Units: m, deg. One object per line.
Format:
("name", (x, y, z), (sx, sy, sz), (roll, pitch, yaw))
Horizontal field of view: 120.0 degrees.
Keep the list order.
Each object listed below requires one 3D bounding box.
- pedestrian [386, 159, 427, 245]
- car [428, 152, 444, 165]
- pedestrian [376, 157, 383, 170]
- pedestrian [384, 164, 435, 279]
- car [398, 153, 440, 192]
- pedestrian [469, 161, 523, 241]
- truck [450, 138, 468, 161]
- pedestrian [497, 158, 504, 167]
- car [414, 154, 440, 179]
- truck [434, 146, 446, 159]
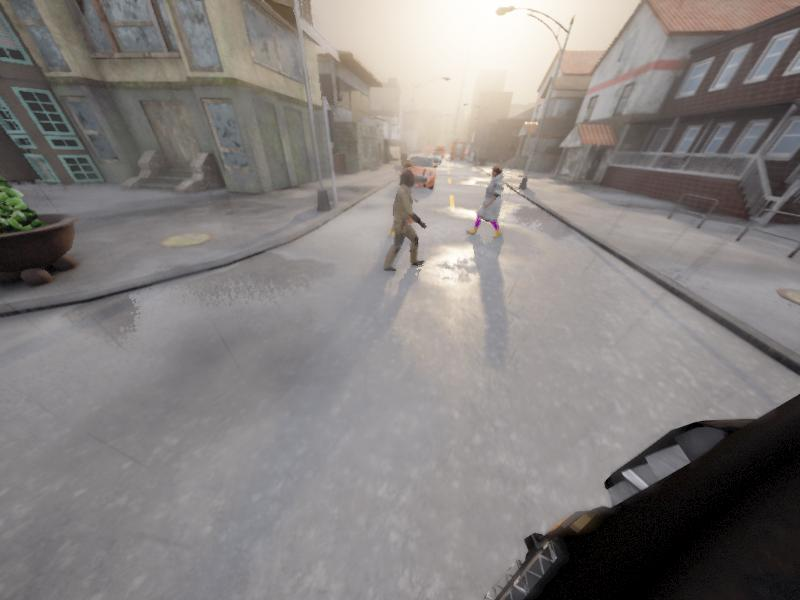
("pedestrian", (0.135, -2.493, 5.904), (0.751, 1.860, 0.751), (15, 36, 18))
("car", (5.783, -22.670, 36.866), (2.038, 1.542, 4.974), (7, 34, 7))
("pedestrian", (-1.989, -13.374, 22.599), (0.500, 1.100, 0.500), (7, 34, 7))
("pedestrian", (0.095, -1.380, 4.232), (0.751, 1.860, 0.751), (0, 34, -4))
("car", (1.302, -8.290, 14.776), (2.097, 1.767, 4.553), (7, 34, 7))
("pedestrian", (2.498, -2.646, 6.275), (0.751, 1.860, 0.751), (3, 34, 1))
("truck", (13.058, -33.766, 51.885), (2.891, 3.827, 8.468), (7, 34, 7))
("pedestrian", (14.152, -19.339, 32.530), (0.500, 1.100, 0.500), (2, 34, 0))
("car", (2.399, -11.779, 20.246), (1.851, 1.617, 3.988), (7, 34, 7))
("truck", (9.855, -36.162, 56.503), (2.627, 2.467, 5.204), (7, 34, 7))
